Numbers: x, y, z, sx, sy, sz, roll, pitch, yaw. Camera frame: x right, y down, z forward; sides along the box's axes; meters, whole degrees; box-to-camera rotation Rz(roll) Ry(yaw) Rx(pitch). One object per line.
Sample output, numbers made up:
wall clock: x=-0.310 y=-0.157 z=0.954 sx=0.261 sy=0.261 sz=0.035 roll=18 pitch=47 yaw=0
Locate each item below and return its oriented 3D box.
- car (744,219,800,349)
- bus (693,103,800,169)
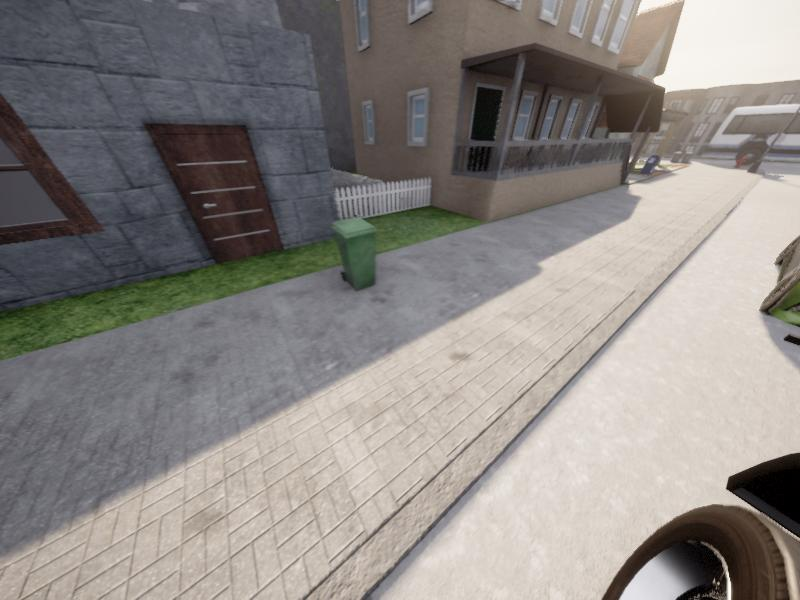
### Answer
car: x=7.297 y=-0.494 z=3.222 sx=4.514 sy=1.525 sz=2.007 roll=-22 pitch=41 yaw=-28
bus: x=33.018 y=-13.209 z=18.670 sx=3.944 sy=4.253 sz=10.273 roll=-22 pitch=41 yaw=-28
